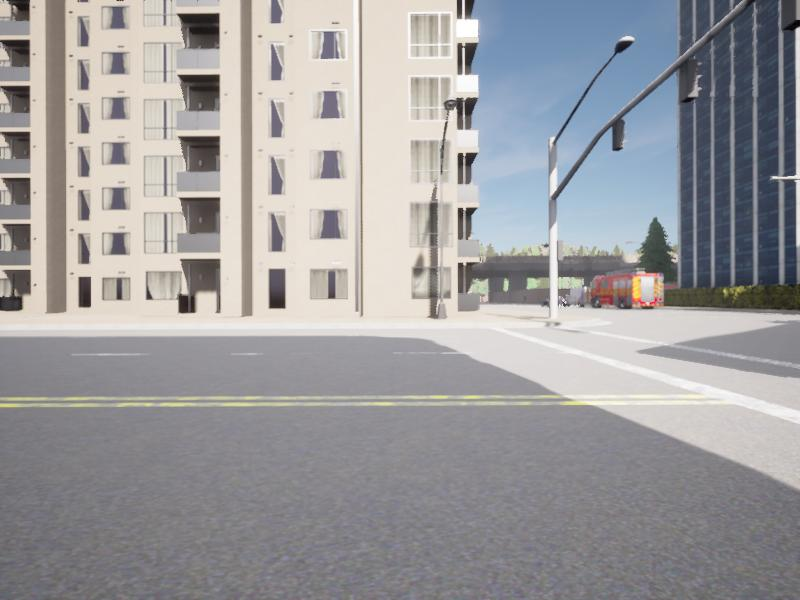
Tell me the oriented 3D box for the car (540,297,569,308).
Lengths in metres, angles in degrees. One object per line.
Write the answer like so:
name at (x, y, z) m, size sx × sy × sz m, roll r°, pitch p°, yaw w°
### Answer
car at (19.001, 0.279, 49.439) m, size 1.895 × 1.301 × 4.718 m, roll 0°, pitch 0°, yaw 0°

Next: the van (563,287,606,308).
van at (22.497, -0.299, 49.080) m, size 2.351 × 2.431 × 6.366 m, roll 0°, pitch 0°, yaw 0°

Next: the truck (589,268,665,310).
truck at (22.425, -0.997, 40.225) m, size 2.891 × 3.827 × 8.468 m, roll 0°, pitch 0°, yaw 0°
